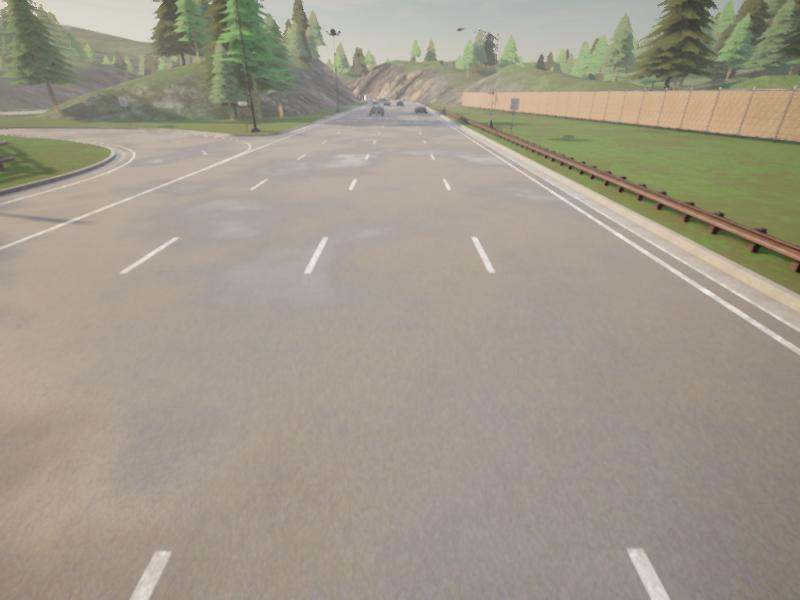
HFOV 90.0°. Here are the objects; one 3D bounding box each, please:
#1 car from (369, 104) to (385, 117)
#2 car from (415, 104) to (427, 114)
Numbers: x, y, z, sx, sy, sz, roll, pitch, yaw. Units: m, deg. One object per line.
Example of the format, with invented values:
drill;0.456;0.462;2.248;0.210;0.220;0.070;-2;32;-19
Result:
car;-3.525;-29.315;61.849;2.152;1.651;5.027;0;27;0
car;3.474;-32.056;67.063;1.812;1.442;4.674;0;27;0
